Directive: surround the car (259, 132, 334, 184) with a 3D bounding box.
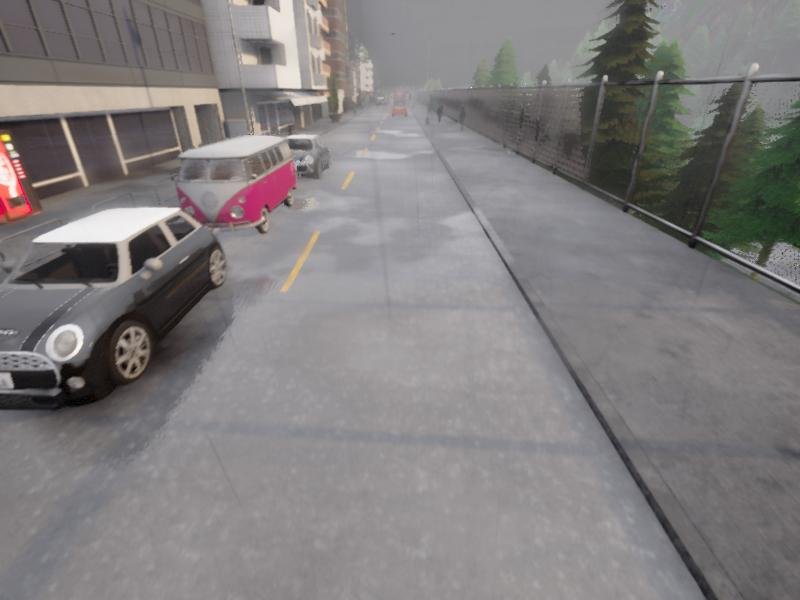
[{"bbox_3d":[-4.016,-5.865,16.277,1.970,1.475,3.806,0,27,0],"label":"car"}]

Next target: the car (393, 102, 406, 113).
[{"bbox_3d":[-0.068,-33.255,69.016,2.152,1.651,5.027,0,27,0],"label":"car"}]

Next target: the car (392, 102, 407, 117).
[{"bbox_3d":[-0.058,-26.719,55.956,2.097,1.767,4.553,0,27,0],"label":"car"}]

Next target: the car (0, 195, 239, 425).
[{"bbox_3d":[-4.006,-0.244,5.472,1.970,1.475,3.806,0,27,0],"label":"car"}]

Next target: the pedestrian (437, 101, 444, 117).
[{"bbox_3d":[5.146,-24.078,50.444,0.751,1.860,0.751,0,27,1],"label":"pedestrian"}]

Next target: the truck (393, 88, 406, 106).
[{"bbox_3d":[-0.101,-50.771,99.987,2.891,3.827,8.468,0,27,0],"label":"truck"}]

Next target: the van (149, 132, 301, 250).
[{"bbox_3d":[-4.014,-3.016,10.249,1.775,1.987,4.442,0,27,0],"label":"van"}]

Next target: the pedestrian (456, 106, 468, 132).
[{"bbox_3d":[4.978,-14.561,32.153,0.751,1.860,0.751,-2,28,-2],"label":"pedestrian"}]

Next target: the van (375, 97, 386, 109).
[{"bbox_3d":[-4.082,-41.016,83.247,2.069,2.038,4.480,0,27,0],"label":"van"}]

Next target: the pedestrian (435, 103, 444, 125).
[{"bbox_3d":[3.819,-18.060,38.899,0.751,1.860,0.751,0,27,0],"label":"pedestrian"}]
